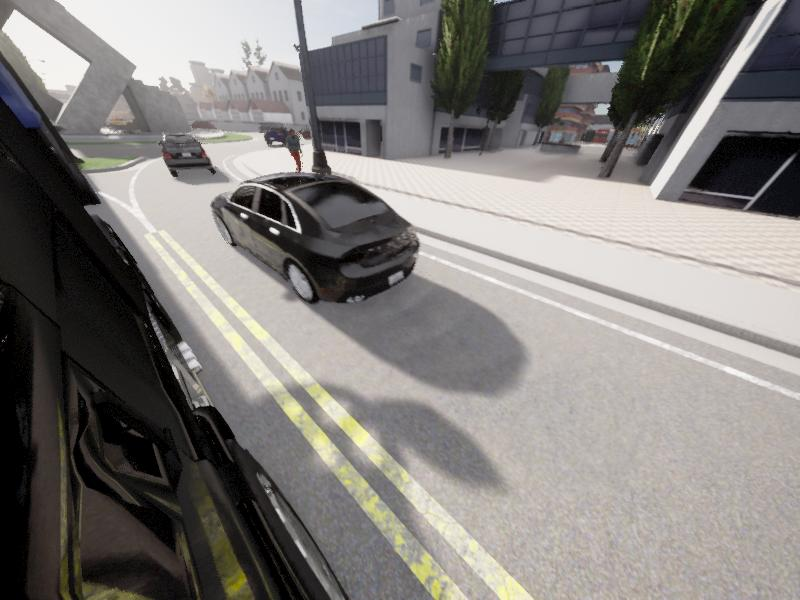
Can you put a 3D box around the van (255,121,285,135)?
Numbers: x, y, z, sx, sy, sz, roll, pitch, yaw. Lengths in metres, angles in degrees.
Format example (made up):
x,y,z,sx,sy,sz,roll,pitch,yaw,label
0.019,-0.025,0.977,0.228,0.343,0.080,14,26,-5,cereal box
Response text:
x,y,z,sx,sy,sz,roll,pitch,yaw,label
-24.716,-32.778,44.021,4.442,1.987,1.775,-18,42,-25,van

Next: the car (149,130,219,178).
x,y,z,sx,sy,sz,roll,pitch,yaw,label
-10.480,-7.206,11.282,1.789,1.549,3.705,-24,45,-30,car

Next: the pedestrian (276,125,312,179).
x,y,z,sx,sy,sz,roll,pitch,yaw,label
-4.554,-6.387,10.017,0.751,1.860,0.751,28,43,29,pedestrian

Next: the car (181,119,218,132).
x,y,z,sx,sy,sz,roll,pitch,yaw,label
-38.241,-33.417,44.172,4.553,1.767,2.097,-2,37,-7,car

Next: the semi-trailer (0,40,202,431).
x,y,z,sx,sy,sz,roll,pitch,yaw,label
-8.722,-3.593,4.196,14.254,4.402,2.717,28,44,29,semi-trailer

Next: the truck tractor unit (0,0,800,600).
x,y,z,sx,sy,sz,roll,pitch,yaw,label
-2.645,-0.295,0.351,6.516,4.208,3.053,28,44,30,truck tractor unit

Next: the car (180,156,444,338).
x,y,z,sx,sy,sz,roll,pitch,yaw,label
-1.873,-1.524,4.314,4.892,1.490,1.837,29,44,30,car

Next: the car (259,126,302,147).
x,y,z,sx,sy,sz,roll,pitch,yaw,label
-13.335,-18.612,26.207,2.152,1.651,5.027,3,37,1,car
